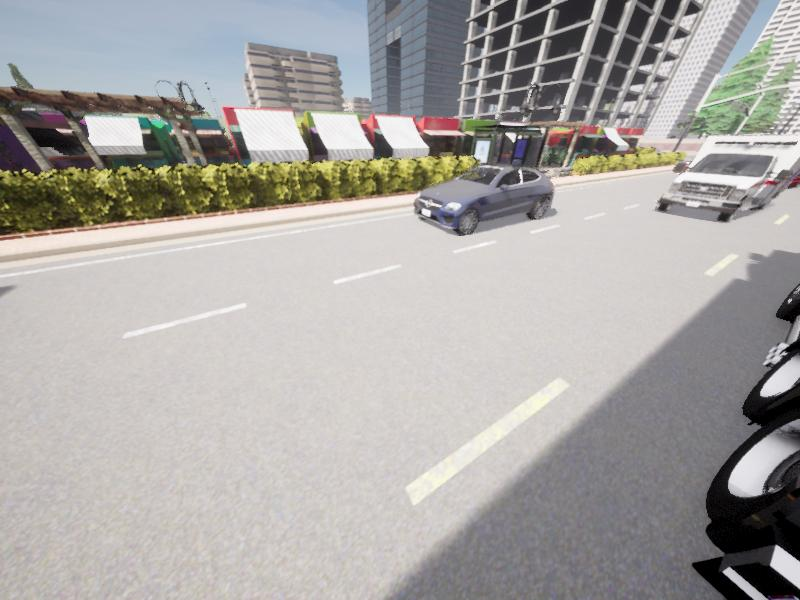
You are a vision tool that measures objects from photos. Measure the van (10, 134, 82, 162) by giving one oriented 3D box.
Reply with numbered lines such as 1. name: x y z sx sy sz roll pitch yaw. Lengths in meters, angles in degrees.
1. van: -42.020 -18.306 27.750 1.988 2.561 5.915 -18 39 -24

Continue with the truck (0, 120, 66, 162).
1. truck: -46.414 -19.225 27.904 2.891 3.827 8.468 -18 38 -24

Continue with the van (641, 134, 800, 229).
1. van: 12.699 -4.718 8.751 6.366 2.431 2.351 -18 39 -24

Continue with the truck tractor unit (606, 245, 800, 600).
1. truck tractor unit: 5.076 -0.334 0.828 6.516 4.208 3.053 -20 40 -26

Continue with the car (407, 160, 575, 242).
1. car: 2.954 -3.528 7.671 5.027 1.651 2.152 -18 39 -24

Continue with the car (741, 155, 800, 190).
1. car: 23.984 -8.017 14.359 5.008 1.535 1.882 -18 39 -24

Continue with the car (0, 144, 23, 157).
1. car: -57.276 -21.260 32.831 1.812 1.442 4.674 -17 38 -23

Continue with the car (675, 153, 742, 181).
1. car: 22.854 -9.954 17.137 3.633 1.501 1.845 -18 39 -24
